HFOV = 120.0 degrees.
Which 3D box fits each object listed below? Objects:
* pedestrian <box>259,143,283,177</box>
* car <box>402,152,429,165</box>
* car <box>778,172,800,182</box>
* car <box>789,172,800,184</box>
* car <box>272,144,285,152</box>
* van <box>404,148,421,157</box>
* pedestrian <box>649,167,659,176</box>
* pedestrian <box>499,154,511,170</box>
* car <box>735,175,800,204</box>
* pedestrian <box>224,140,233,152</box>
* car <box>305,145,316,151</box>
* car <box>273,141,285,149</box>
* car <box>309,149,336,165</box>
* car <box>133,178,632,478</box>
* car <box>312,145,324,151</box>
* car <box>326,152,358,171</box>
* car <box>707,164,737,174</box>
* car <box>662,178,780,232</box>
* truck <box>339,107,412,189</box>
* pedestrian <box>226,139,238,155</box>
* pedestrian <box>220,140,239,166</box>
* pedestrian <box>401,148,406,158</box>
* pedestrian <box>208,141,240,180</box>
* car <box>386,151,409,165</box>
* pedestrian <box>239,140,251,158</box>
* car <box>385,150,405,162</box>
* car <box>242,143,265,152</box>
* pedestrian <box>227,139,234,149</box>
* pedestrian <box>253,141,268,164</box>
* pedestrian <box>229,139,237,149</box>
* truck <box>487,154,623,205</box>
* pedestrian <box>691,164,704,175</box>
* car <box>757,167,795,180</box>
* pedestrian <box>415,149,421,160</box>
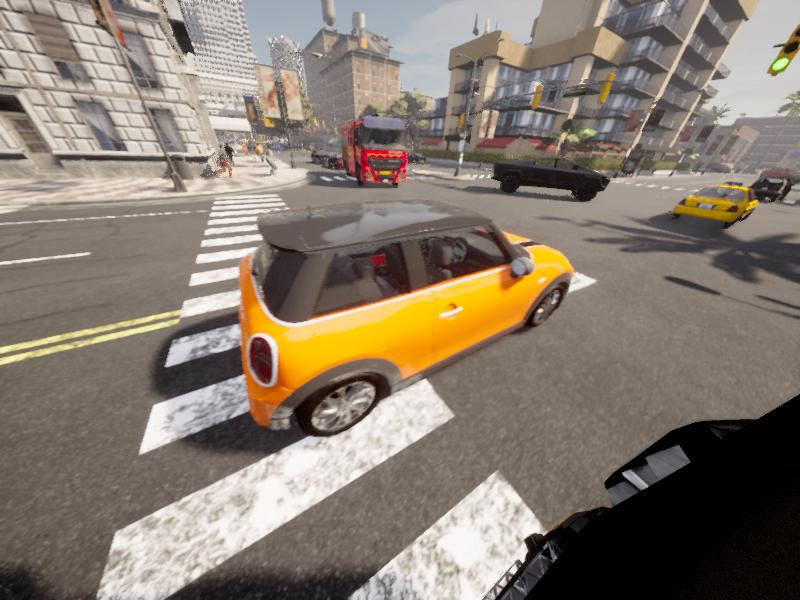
[{"bbox_3d":[-8.434,-9.159,15.148,0.751,1.860,0.751,-24,42,-34],"label":"pedestrian"},{"bbox_3d":[2.332,-22.551,36.879,1.837,1.490,4.892,-17,38,-27],"label":"car"},{"bbox_3d":[75.320,-23.520,44.144,1.994,1.385,4.181,29,42,34],"label":"car"},{"bbox_3d":[67.416,-20.097,38.219,4.611,1.667,2.242,-22,41,-33],"label":"car"},{"bbox_3d":[-29.426,-36.773,55.849,1.882,1.535,5.008,-17,38,-27],"label":"car"},{"bbox_3d":[3.726,-43.558,68.238,4.480,2.038,2.069,-17,38,-27],"label":"van"},{"bbox_3d":[39.529,-20.018,35.998,0.500,1.100,0.500,-14,37,-24],"label":"pedestrian"},{"bbox_3d":[14.446,-19.017,31.834,0.751,1.860,0.751,-17,38,-27],"label":"pedestrian"},{"bbox_3d":[28.056,-8.486,17.535,3.988,1.617,1.851,-15,37,-25],"label":"car"},{"bbox_3d":[-31.758,-28.467,42.778,0.751,1.860,0.751,-25,43,-35],"label":"pedestrian"},{"bbox_3d":[-28.045,-47.787,72.561,1.801,1.575,5.366,-17,38,-27],"label":"car"},{"bbox_3d":[-39.134,-49.972,74.580,2.150,2.045,5.566,-17,38,-27],"label":"car"},{"bbox_3d":[-9.929,-18.194,29.337,1.837,1.490,4.892,-16,38,-27],"label":"car"},{"bbox_3d":[0.398,-0.462,3.079,4.553,1.767,2.097,-17,38,-27],"label":"car"},{"bbox_3d":[-27.559,-51.058,77.504,2.152,1.651,5.027,-17,38,-27],"label":"car"},{"bbox_3d":[-6.155,-14.542,24.226,1.994,1.385,4.181,-15,38,-25],"label":"car"},{"bbox_3d":[86.369,-35.206,62.081,2.150,2.045,5.566,18,36,21],"label":"car"},{"bbox_3d":[14.280,-4.368,10.256,5.366,1.575,1.801,-16,38,-27],"label":"car"},{"bbox_3d":[-2.165,-10.712,16.521,2.891,3.827,8.468,-9,35,-17],"label":"truck"},{"bbox_3d":[-24.168,-21.919,33.200,0.751,1.860,0.751,-10,36,-19],"label":"pedestrian"},{"bbox_3d":[-14.877,-12.819,20.175,0.751,1.860,0.751,-17,38,-27],"label":"pedestrian"},{"bbox_3d":[0.801,-32.112,50.555,0.751,1.860,0.751,-8,35,-17],"label":"pedestrian"},{"bbox_3d":[-10.120,-8.042,13.329,0.751,1.860,0.751,23,39,28],"label":"pedestrian"},{"bbox_3d":[-0.410,-21.447,34.942,1.789,1.549,3.705,-17,38,-27],"label":"car"},{"bbox_3d":[-20.204,-19.677,30.122,0.751,1.860,0.751,-22,41,-33],"label":"pedestrian"},{"bbox_3d":[-0.946,-25.724,41.315,1.851,1.617,3.988,-17,38,-27],"label":"car"},{"bbox_3d":[-31.169,-32.528,49.352,3.806,1.475,1.970,-11,36,-20],"label":"car"},{"bbox_3d":[-40.047,-36.823,54.480,0.751,1.860,0.751,-19,39,-29],"label":"pedestrian"},{"bbox_3d":[-14.276,-15.079,23.638,0.751,1.860,0.751,-17,38,-27],"label":"pedestrian"},{"bbox_3d":[-39.705,-37.084,54.902,0.751,1.860,0.751,-2,34,-7],"label":"pedestrian"},{"bbox_3d":[9.148,-7.706,14.431,6.274,2.098,2.390,18,37,22],"label":"truck"},{"bbox_3d":[58.788,-25.880,45.672,0.751,1.860,0.751,-18,39,-28],"label":"pedestrian"},{"bbox_3d":[82.044,-27.797,50.546,2.150,2.045,5.566,23,39,28],"label":"car"},{"bbox_3d":[3.578,-29.338,46.580,0.751,1.860,0.751,-16,38,-26],"label":"pedestrian"}]
